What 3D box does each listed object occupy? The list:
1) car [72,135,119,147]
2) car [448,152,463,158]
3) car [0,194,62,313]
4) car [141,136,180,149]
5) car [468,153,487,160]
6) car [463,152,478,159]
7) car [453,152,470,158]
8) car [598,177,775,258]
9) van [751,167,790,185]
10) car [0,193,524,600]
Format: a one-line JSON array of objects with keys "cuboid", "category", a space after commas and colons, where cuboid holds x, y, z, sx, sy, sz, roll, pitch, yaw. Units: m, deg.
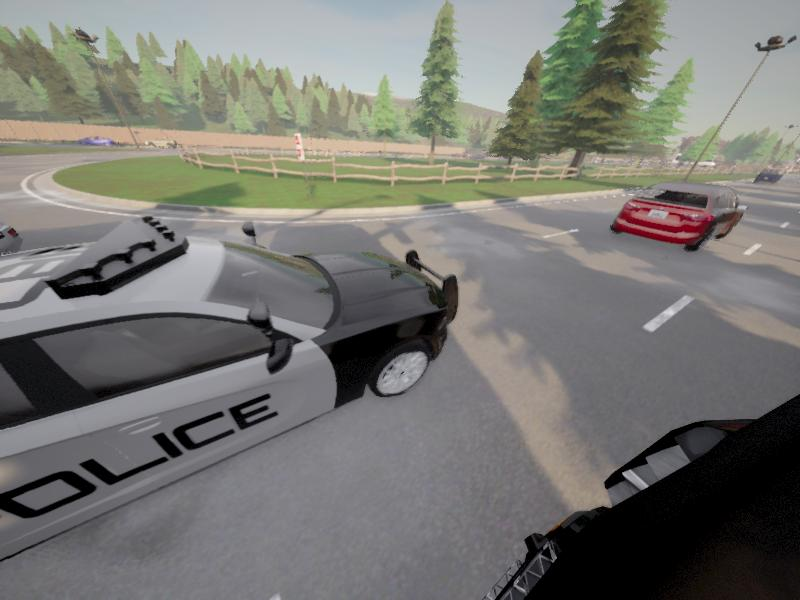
[{"cuboid": [-53.837, -28.161, 40.968, 4.514, 1.525, 2.007, -16, 38, -26], "category": "car"}, {"cuboid": [18.653, -48.880, 77.897, 4.718, 1.301, 1.895, -16, 38, -26], "category": "car"}, {"cuboid": [-7.872, -0.337, 2.168, 4.605, 1.855, 1.932, -16, 38, -26], "category": "car"}, {"cuboid": [-46.198, -30.524, 44.735, 4.605, 1.855, 1.932, -16, 38, -26], "category": "car"}, {"cuboid": [23.583, -43.621, 70.255, 5.357, 1.411, 2.033, -16, 38, -26], "category": "car"}, {"cuboid": [22.202, -45.514, 72.892, 3.988, 1.617, 1.851, -16, 38, -26], "category": "car"}, {"cuboid": [20.043, -47.110, 75.181, 4.792, 1.488, 2.163, -16, 38, -26], "category": "car"}, {"cuboid": [9.355, -2.955, 7.624, 4.611, 1.667, 2.242, -16, 38, -25], "category": "car"}, {"cuboid": [51.800, -17.349, 32.293, 4.442, 1.987, 1.775, -16, 38, -26], "category": "van"}, {"cuboid": [-1.708, 0.237, 1.989, 5.238, 1.638, 1.930, -16, 38, -26], "category": "car"}]
